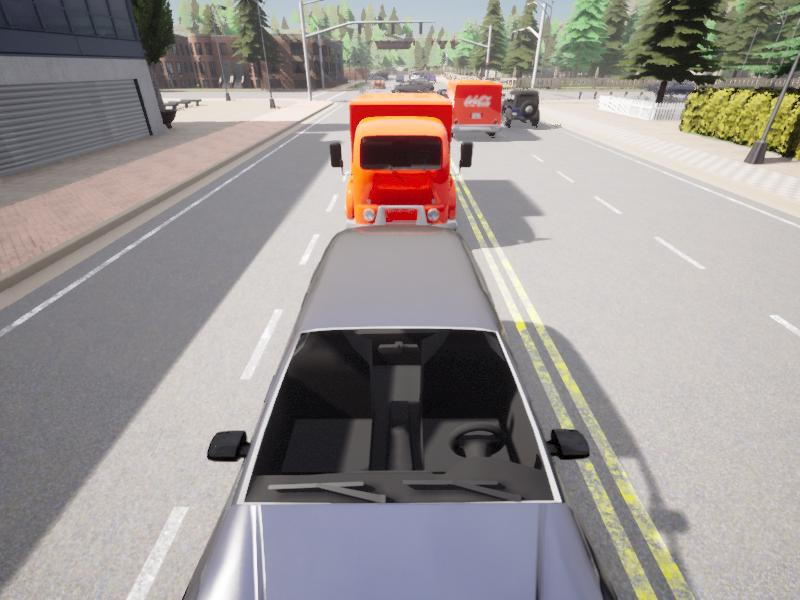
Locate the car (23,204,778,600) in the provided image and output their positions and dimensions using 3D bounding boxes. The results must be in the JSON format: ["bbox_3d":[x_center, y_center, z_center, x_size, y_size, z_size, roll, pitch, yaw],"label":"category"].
[{"bbox_3d":[-0.010,0.768,3.057,2.242,1.667,4.611,0,30,0],"label":"car"}]

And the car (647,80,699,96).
[{"bbox_3d":[33.760,-26.345,49.620,4.611,1.667,2.242,0,30,0],"label":"car"}]

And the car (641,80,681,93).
[{"bbox_3d":[34.273,-28.124,52.635,3.633,1.501,1.845,0,30,0],"label":"car"}]

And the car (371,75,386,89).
[{"bbox_3d":[-3.451,-34.788,63.831,2.097,1.767,4.553,0,30,0],"label":"car"}]

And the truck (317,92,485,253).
[{"bbox_3d":[0.011,-3.245,9.143,2.627,2.467,5.204,0,30,0],"label":"truck"}]

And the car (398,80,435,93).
[{"bbox_3d":[2.127,-28.248,52.936,4.792,1.488,2.163,1,30,2],"label":"car"}]

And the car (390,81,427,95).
[{"bbox_3d":[1.048,-26.480,49.932,4.514,1.525,2.007,1,30,2],"label":"car"}]

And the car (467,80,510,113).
[{"bbox_3d":[7.027,-16.592,32.410,2.150,2.045,5.566,0,30,0],"label":"car"}]

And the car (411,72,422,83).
[{"bbox_3d":[3.565,-48.847,87.661,2.150,2.045,5.566,0,30,0],"label":"car"}]

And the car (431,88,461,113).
[{"bbox_3d":[3.529,-15.618,31.252,1.845,1.501,3.633,0,30,0],"label":"car"}]

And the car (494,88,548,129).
[{"bbox_3d":[7.026,-11.421,23.707,1.905,1.878,3.866,0,30,0],"label":"car"}]

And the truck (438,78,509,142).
[{"bbox_3d":[3.521,-9.887,20.531,2.627,2.467,5.204,0,31,0],"label":"truck"}]
